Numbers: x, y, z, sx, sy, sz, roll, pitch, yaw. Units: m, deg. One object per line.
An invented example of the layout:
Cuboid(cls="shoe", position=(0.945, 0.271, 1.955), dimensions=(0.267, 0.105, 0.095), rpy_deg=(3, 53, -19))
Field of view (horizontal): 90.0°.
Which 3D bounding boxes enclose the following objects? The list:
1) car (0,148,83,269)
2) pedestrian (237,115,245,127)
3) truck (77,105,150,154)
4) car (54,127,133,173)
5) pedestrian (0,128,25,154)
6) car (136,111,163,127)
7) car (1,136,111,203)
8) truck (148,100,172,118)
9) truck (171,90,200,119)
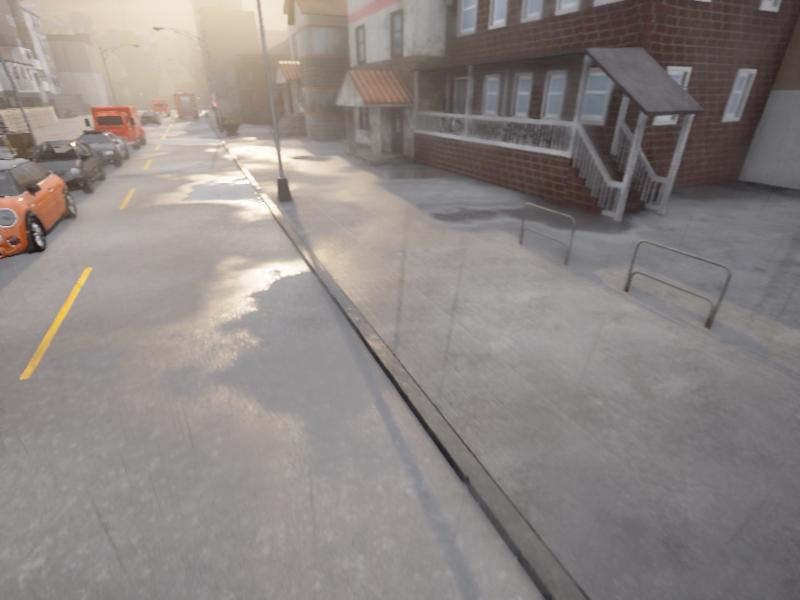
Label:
Cuboid(cls="car", position=(-9.328, -2.241, 9.149), dimensions=(2.097, 1.767, 4.553), rpy_deg=(-12, 29, -22))
Cuboid(cls="pedestrian", position=(-16.465, -18.488, 41.399), dimensions=(0.500, 1.100, 0.500), rpy_deg=(-14, 30, -24))
Cuboid(cls="truck", position=(-18.303, -11.188, 25.944), dimensions=(2.627, 2.467, 5.204), rpy_deg=(-12, 30, -22))
Cuboid(cls="car", position=(-15.015, -7.599, 19.947), dimensions=(2.038, 1.542, 4.974), rpy_deg=(-12, 30, -22))
Cuboid(cls="pedestrian", position=(-22.546, -9.190, 23.089), dimensions=(0.751, 1.300, 0.751), rpy_deg=(16, 31, 28))
Cuboid(cls="car", position=(-29.390, -21.388, 47.137), dimensions=(2.033, 1.411, 5.357), rpy_deg=(-12, 29, -22))
Cuboid(cls="car", position=(-12.137, -4.860, 14.491), dimensions=(1.851, 1.617, 3.988), rpy_deg=(-12, 30, -22))
Cuboid(cls="truck", position=(-39.407, -31.519, 65.813), dimensions=(2.627, 2.467, 5.204), rpy_deg=(-12, 30, -22))
Cuboid(cls="truck", position=(-32.877, -30.113, 61.520), dimensions=(2.891, 3.827, 8.468), rpy_deg=(-12, 30, -22))
